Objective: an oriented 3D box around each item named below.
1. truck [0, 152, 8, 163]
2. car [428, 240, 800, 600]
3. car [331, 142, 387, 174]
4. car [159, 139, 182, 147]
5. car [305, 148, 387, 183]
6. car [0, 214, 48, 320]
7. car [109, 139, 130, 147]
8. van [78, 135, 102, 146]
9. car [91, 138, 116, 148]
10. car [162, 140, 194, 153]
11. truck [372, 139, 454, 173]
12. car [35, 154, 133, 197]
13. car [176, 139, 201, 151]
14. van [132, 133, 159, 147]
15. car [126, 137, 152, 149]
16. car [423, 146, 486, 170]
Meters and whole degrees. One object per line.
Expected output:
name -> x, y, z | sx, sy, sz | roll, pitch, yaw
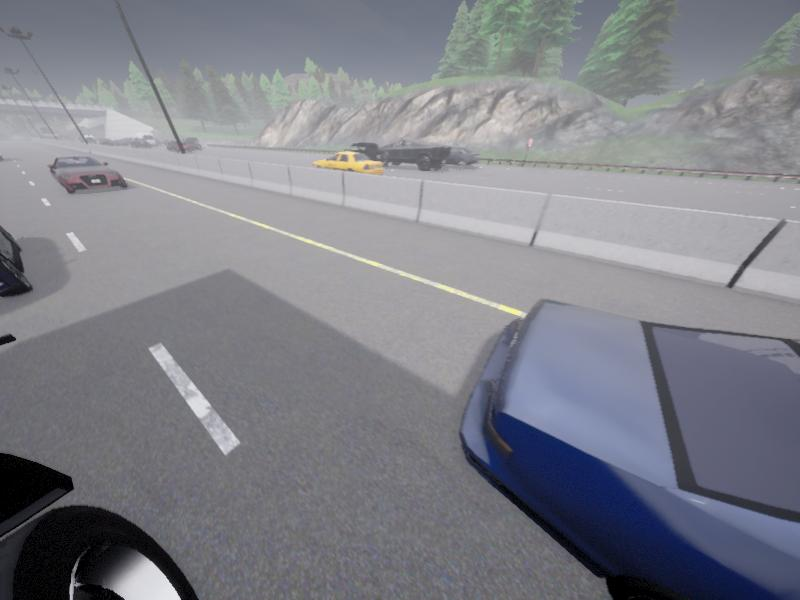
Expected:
truck -> -40.316, -14.411, 21.658 | 5.204, 2.467, 2.627 | 22, 41, 28
car -> 3.004, 1.340, 0.833 | 5.357, 1.411, 2.033 | 22, 41, 28
car -> -3.190, -11.278, 18.175 | 3.866, 1.878, 1.905 | 23, 41, 28
car -> -53.503, -36.704, 53.862 | 4.902, 1.511, 2.128 | 22, 41, 28
car -> -3.530, -8.823, 14.964 | 5.366, 1.575, 1.801 | 22, 41, 28
car -> -8.251, -0.917, 3.688 | 4.856, 1.649, 2.033 | 22, 41, 28
car -> -64.768, -36.335, 53.323 | 4.181, 1.385, 1.994 | 22, 41, 28
van -> -72.767, -37.421, 54.189 | 4.480, 2.038, 2.069 | 22, 41, 28
car -> -61.494, -32.588, 47.927 | 4.974, 1.542, 2.038 | 22, 41, 28
car -> -34.897, -24.138, 36.297 | 4.514, 1.525, 2.007 | 22, 41, 28
truck -> 0.930, -12.138, 19.262 | 6.274, 2.098, 2.390 | 22, 41, 28
car -> -15.507, -6.247, 11.364 | 4.181, 1.385, 1.994 | 22, 41, 28
car -> -38.017, -27.923, 41.543 | 3.988, 1.617, 1.851 | 22, 41, 28
van -> -57.929, -36.477, 52.595 | 5.915, 2.561, 1.988 | 22, 41, 28
car -> -51.669, -31.132, 45.756 | 4.553, 1.767, 2.097 | 22, 41, 28
car -> 4.742, -12.802, 20.755 | 4.902, 1.511, 2.128 | 22, 41, 28
